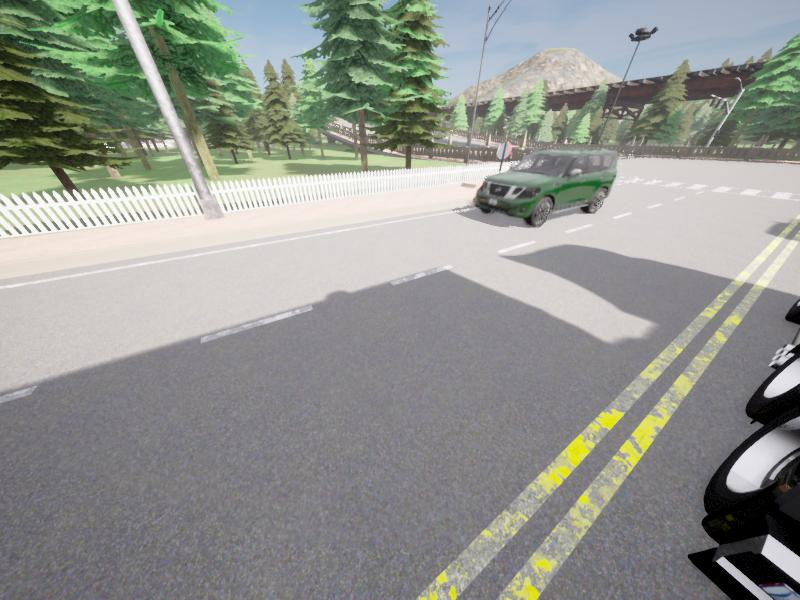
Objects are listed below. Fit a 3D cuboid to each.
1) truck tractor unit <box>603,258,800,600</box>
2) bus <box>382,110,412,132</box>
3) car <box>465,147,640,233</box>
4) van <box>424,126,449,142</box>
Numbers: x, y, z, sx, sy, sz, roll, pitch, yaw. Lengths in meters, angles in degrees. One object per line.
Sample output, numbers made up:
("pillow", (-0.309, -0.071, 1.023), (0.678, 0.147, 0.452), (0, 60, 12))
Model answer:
("truck tractor unit", (5.099, -0.312, 0.797), (6.516, 4.208, 3.053), (-19, 39, -25))
("bus", (-1.148, -52.936, 68.299), (3.944, 4.253, 10.273), (-20, 47, -26))
("car", (5.326, -4.134, 8.177), (5.566, 2.045, 2.150), (-18, 39, -24))
("van", (8.966, -41.093, 57.166), (2.351, 2.431, 6.366), (-20, 47, -26))
